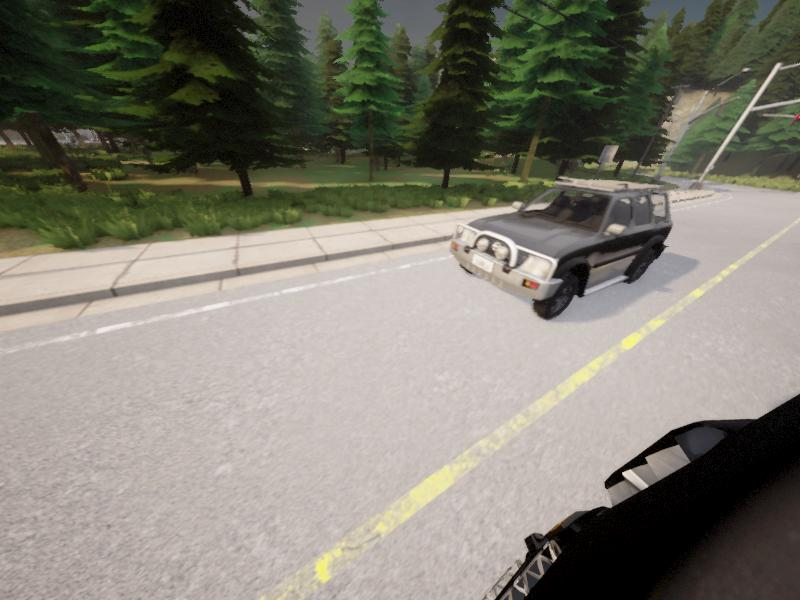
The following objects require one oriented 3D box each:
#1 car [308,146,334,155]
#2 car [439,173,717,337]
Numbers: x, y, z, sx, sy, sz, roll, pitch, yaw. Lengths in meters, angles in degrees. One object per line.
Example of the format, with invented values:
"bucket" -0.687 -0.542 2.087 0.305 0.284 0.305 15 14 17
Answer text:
"car" -17.695 -33.605 51.887 4.902 1.511 2.128 -16 38 -26
"car" 3.298 -1.273 4.443 4.605 1.855 1.932 -15 38 -26
